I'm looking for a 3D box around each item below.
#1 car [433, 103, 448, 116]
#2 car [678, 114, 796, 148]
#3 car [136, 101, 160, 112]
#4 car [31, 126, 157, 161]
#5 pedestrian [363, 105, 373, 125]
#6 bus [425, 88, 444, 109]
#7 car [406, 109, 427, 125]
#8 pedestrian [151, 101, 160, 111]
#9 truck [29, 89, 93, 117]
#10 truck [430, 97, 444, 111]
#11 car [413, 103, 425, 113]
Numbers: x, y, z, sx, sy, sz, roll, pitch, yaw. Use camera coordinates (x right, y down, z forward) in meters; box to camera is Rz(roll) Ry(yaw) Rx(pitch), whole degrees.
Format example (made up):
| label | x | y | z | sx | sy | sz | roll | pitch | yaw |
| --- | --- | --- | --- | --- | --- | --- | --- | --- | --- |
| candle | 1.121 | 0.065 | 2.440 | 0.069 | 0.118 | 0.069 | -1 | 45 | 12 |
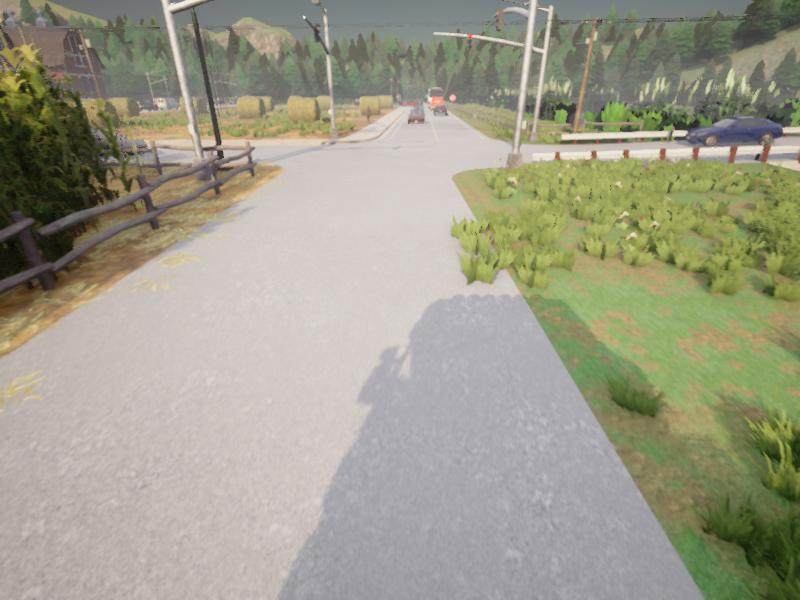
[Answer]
| label | x | y | z | sx | sy | sz | roll | pitch | yaw |
| --- | --- | --- | --- | --- | --- | --- | --- | --- | --- |
| car | 6.447 | -30.526 | 64.064 | 2.152 | 1.651 | 5.027 | 1 | 27 | 3 |
| car | 18.953 | -9.617 | 22.762 | 4.674 | 1.442 | 1.812 | 0 | 27 | 6 |
| car | -52.306 | -40.246 | 83.050 | 1.932 | 1.855 | 4.605 | -1 | 27 | -1 |
| car | -16.204 | -8.413 | 21.454 | 4.792 | 1.488 | 2.163 | 0 | 27 | 0 |
| pedestrian | -3.235 | -19.012 | 41.096 | 0.751 | 1.860 | 0.751 | 6 | 28 | 12 |
| bus | 8.002 | -47.032 | 93.248 | 3.944 | 4.253 | 10.273 | 1 | 27 | 3 |
| car | 1.895 | -20.821 | 45.382 | 2.163 | 1.488 | 4.792 | 1 | 27 | 3 |
| pedestrian | -47.760 | -37.901 | 78.099 | 0.751 | 1.860 | 0.751 | 1 | 27 | 2 |
| truck | -55.486 | -32.559 | 65.946 | 2.891 | 3.827 | 8.468 | 0 | 28 | -1 |
| truck | 7.339 | -39.040 | 79.673 | 2.627 | 2.467 | 5.204 | 1 | 27 | 3 |
| car | 3.510 | -35.582 | 74.139 | 2.033 | 1.411 | 5.357 | 1 | 27 | 3 |
